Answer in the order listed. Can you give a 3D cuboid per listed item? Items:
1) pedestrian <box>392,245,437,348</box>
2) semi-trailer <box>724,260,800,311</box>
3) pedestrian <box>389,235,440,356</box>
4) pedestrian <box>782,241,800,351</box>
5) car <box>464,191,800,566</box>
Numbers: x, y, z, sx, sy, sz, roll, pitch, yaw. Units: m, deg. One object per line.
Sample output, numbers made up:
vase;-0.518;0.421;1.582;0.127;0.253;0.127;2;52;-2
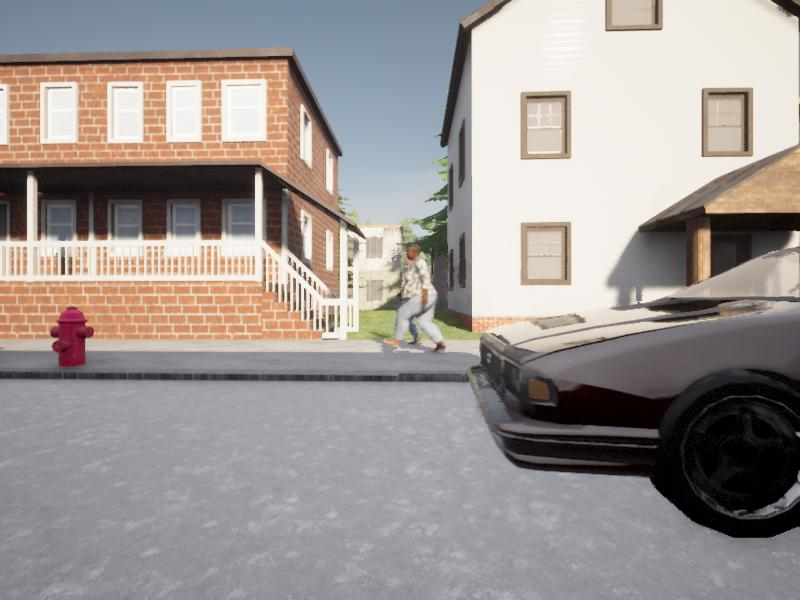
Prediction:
pedestrian;0.294;-0.067;7.634;0.751;1.860;0.751;0;0;12
semi-trailer;35.895;-1.228;35.845;2.717;4.402;14.254;0;0;2
pedestrian;0.263;-0.067;6.584;0.751;1.860;0.751;0;0;9
pedestrian;7.123;-0.069;6.701;0.751;1.860;0.751;0;0;11
car;3.156;0.294;2.377;5.357;1.411;2.033;0;0;5
